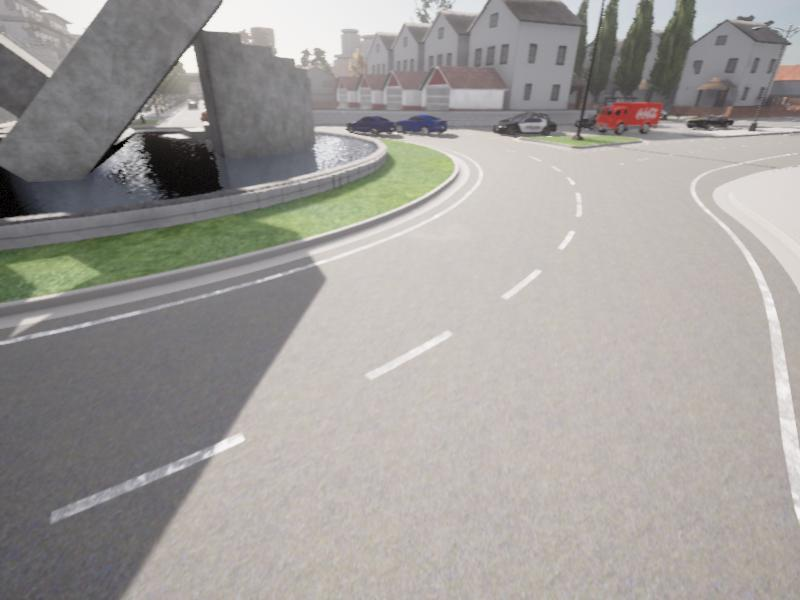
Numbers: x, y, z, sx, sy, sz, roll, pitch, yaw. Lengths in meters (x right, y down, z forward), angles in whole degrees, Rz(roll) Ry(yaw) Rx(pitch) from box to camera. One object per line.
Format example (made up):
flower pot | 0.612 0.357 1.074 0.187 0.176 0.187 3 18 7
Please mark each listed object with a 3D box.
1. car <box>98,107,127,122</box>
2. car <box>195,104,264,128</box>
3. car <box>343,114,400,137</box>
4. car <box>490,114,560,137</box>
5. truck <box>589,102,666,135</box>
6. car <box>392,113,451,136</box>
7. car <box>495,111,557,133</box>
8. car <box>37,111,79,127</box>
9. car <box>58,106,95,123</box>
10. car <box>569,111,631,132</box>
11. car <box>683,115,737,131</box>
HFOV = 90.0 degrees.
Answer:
car | -34.577 -22.369 48.184 1.812 1.442 4.674 -11 29 -21
car | -16.766 -18.219 39.621 5.566 2.045 2.150 -1 27 -2
car | -2.407 -14.461 33.106 4.674 1.442 1.812 21 33 34
car | 10.303 -14.459 33.117 4.974 1.542 2.038 -4 28 -9
truck | 19.843 -15.931 35.037 5.204 2.467 2.627 -9 29 -17
car | 1.754 -14.945 33.981 1.882 1.535 5.008 -23 35 -38
car | 11.395 -16.180 36.367 4.856 1.649 2.033 -5 28 -10
car | -34.858 -18.555 40.936 1.895 1.301 4.718 -10 29 -19
car | -37.686 -21.665 46.695 2.038 1.542 4.974 -11 29 -21
car | 19.139 -17.146 38.296 5.238 1.638 1.930 -10 29 -18
car | 30.495 -17.435 39.333 4.718 1.301 1.895 -12 30 -22
